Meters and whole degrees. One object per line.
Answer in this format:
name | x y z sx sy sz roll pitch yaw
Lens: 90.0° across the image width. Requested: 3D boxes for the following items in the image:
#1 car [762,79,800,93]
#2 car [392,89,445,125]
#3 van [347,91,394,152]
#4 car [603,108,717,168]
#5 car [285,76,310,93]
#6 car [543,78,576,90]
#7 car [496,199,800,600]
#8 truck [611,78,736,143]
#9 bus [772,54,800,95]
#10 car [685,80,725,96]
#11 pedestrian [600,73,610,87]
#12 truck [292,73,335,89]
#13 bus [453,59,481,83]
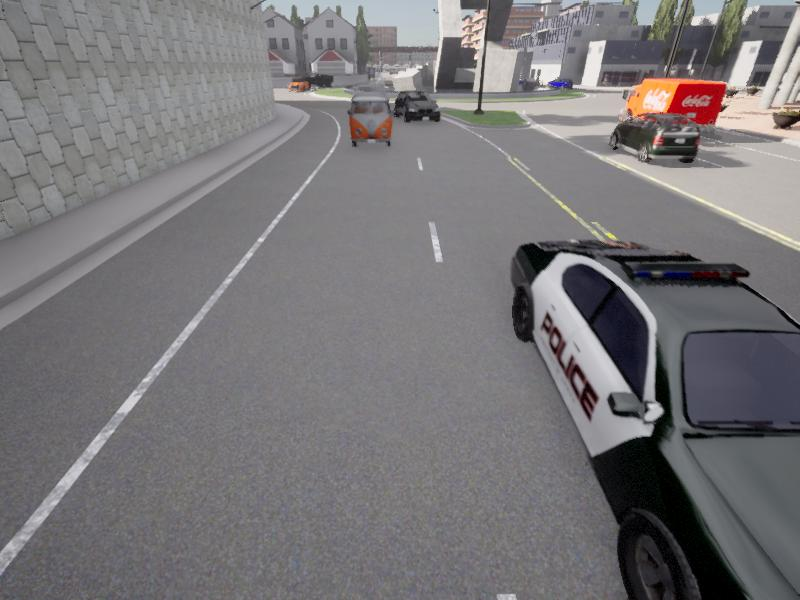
car | 51.979 -28.651 53.511 4.892 1.490 1.837 -1 30 -1
car | 1.047 -12.331 25.427 2.242 1.667 4.611 -6 31 -11
van | -1.277 -7.988 17.690 1.775 1.987 4.442 -2 30 -3
car | 9.487 -6.185 15.045 1.789 1.549 3.705 1 31 1
car | -13.787 -29.146 54.054 2.097 1.767 4.553 0 30 -1
car | 23.823 -32.387 59.908 1.816 1.474 4.193 -16 34 -25
car | 2.463 0.591 3.478 2.038 1.542 4.974 0 30 0
truck | 13.290 -9.663 20.092 2.627 2.467 5.204 2 31 3
bus | 54.066 -28.154 49.932 10.273 4.253 3.944 -1 30 -1
car | 37.033 -25.771 48.557 3.988 1.617 1.851 -14 33 -23
pedestrian | 32.042 -34.303 62.474 0.751 1.860 0.751 -25 39 -36
truck | -13.563 -34.625 63.107 2.390 2.098 6.274 26 39 37
bus | 14.473 -50.377 87.911 3.944 4.253 10.273 -1 30 -1
